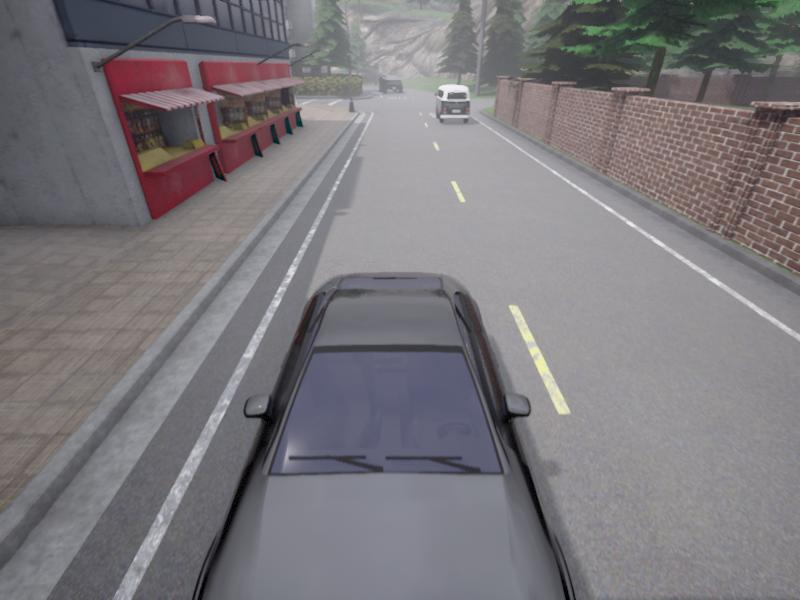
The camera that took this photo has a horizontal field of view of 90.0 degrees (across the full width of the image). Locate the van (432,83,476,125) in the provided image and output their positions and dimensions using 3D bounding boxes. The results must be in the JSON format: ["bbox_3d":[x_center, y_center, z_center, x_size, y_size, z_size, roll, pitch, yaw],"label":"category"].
[{"bbox_3d":[3.287,-12.393,25.185,2.069,2.038,4.480,0,30,0],"label":"van"}]

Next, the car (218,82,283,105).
[{"bbox_3d":[-12.922,-18.072,34.912,4.611,1.667,2.242,-1,30,-2],"label":"car"}]

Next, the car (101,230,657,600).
[{"bbox_3d":[-0.085,0.841,3.211,1.994,1.385,4.181,0,30,0],"label":"car"}]

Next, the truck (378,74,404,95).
[{"bbox_3d":[-1.217,-27.961,51.752,2.390,2.098,6.274,-5,31,-8],"label":"truck"}]
